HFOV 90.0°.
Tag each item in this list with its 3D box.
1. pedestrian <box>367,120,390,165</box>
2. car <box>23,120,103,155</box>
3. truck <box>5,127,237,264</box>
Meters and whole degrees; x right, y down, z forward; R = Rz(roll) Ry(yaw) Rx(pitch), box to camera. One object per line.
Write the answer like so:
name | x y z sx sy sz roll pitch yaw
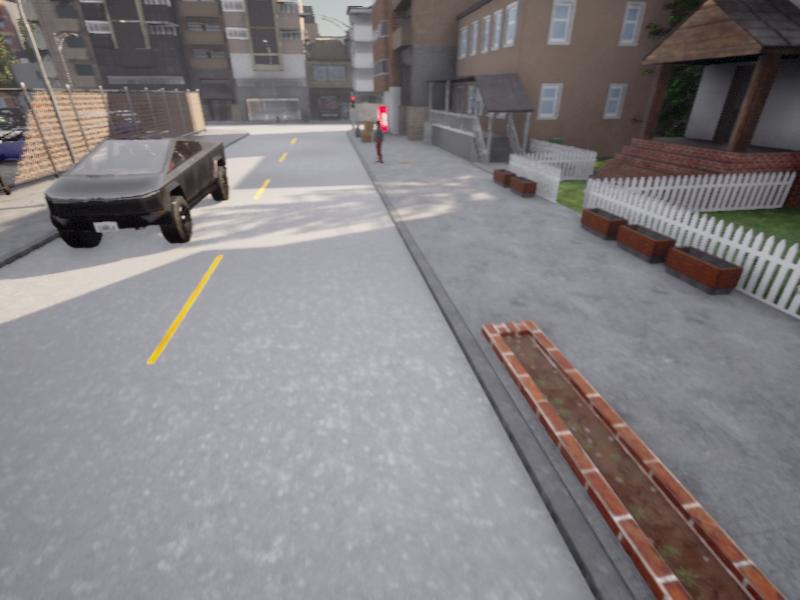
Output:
pedestrian | -0.977 -7.260 18.428 0.751 1.860 0.751 -14 30 -25
car | -19.462 -9.532 23.351 1.789 1.547 3.705 -4 28 -8
truck | -6.313 -3.155 10.476 2.390 2.098 6.274 -4 28 -8
